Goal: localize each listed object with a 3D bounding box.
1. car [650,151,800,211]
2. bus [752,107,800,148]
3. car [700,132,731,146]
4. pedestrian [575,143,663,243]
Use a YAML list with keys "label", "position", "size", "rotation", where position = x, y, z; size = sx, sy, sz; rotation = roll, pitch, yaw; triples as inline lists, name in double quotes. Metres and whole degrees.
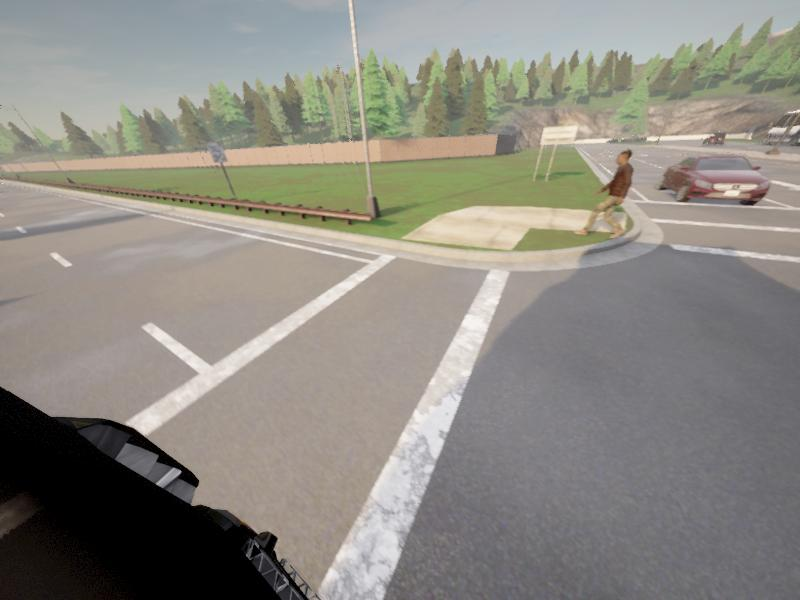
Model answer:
- label: "car"
  position: [11.991, -4.835, 9.030]
  size: [1.812, 1.442, 4.674]
  rotation: [16, 38, 27]
- label: "bus"
  position: [53.592, -22.668, 30.184]
  size: [3.944, 4.253, 10.273]
  rotation: [16, 38, 26]
- label: "car"
  position: [58.273, -29.836, 42.783]
  size: [1.905, 1.878, 3.866]
  rotation: [16, 38, 26]
- label: "pedestrian"
  position: [4.717, -2.339, 5.128]
  size: [0.751, 1.860, 0.751]
  rotation: [21, 40, 32]
